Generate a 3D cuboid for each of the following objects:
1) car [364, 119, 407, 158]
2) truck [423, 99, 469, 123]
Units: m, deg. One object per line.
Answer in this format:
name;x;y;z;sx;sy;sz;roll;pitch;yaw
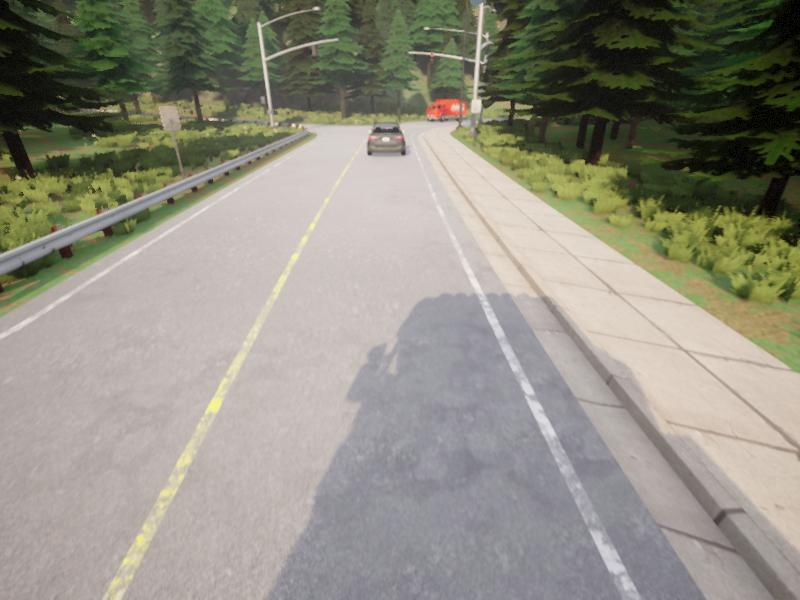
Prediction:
car;-0.776;-9.466;23.234;2.242;1.667;4.611;-1;27;-1
truck;5.661;-23.425;49.500;5.204;2.467;2.627;-21;34;-34
